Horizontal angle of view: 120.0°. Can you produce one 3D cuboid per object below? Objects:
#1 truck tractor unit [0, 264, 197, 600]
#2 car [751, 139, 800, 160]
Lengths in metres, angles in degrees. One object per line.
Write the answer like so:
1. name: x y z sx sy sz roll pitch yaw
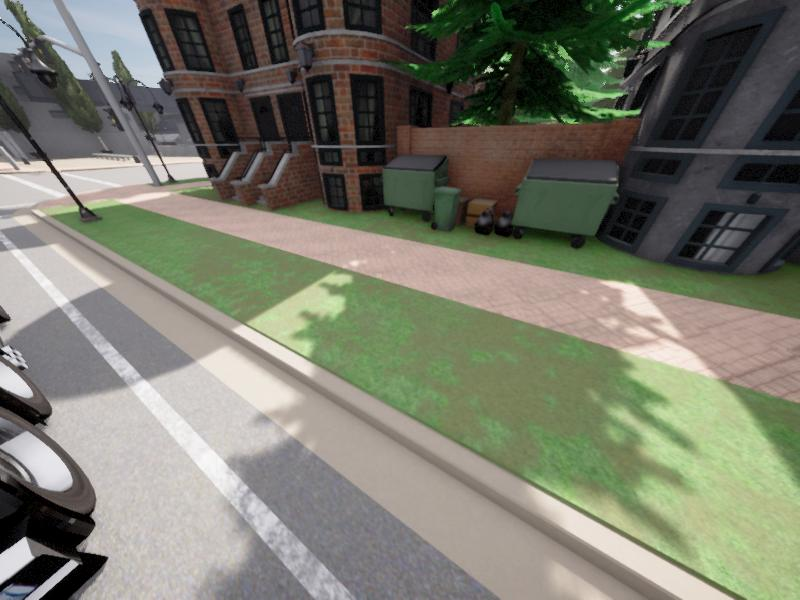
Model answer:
1. truck tractor unit: -5.117 -0.293 0.789 6.516 4.208 3.053 18 39 24
2. car: 48.267 -18.776 28.677 2.150 2.045 5.566 12 37 17
